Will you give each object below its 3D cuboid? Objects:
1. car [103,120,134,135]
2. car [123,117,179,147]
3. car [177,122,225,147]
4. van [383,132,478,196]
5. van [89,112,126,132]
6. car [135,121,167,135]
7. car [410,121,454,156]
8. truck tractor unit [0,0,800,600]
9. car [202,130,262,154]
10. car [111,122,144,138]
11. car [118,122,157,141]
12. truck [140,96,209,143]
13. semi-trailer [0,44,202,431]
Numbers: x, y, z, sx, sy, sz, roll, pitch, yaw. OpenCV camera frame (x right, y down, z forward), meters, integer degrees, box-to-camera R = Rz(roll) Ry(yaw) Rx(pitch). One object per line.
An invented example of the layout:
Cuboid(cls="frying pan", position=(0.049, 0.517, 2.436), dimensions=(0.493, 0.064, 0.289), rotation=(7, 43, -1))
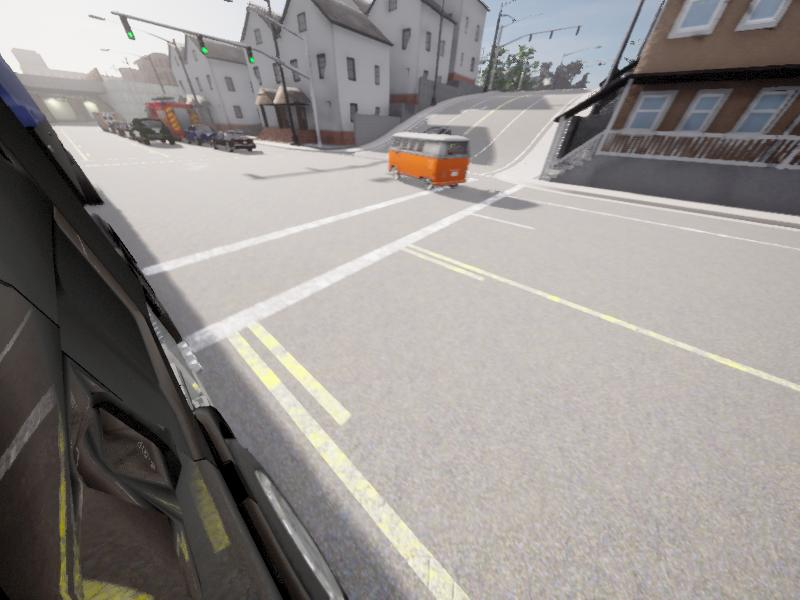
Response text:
Cuboid(cls="car", position=(-40.374, -24.729, 33.089), dimensions=(4.892, 1.490, 1.837), rotation=(28, 44, 30))
Cuboid(cls="car", position=(-23.882, -16.181, 22.163), dimensions=(5.566, 2.045, 2.150), rotation=(28, 44, 30))
Cuboid(cls="car", position=(-20.200, -16.862, 23.491), dimensions=(4.553, 1.767, 2.097), rotation=(28, 44, 30))
Cuboid(cls="van", position=(1.079, -6.483, 10.702), dimensions=(1.775, 1.987, 4.442), rotation=(-20, 42, -27))
Cuboid(cls="van", position=(-47.102, -28.694, 37.217), dimensions=(6.366, 2.431, 2.351), rotation=(28, 44, 30))
Cuboid(cls="car", position=(-37.876, -26.145, 35.106), dimensions=(4.902, 1.511, 2.128), rotation=(28, 44, 30))
Cuboid(cls="car", position=(3.306, -16.239, 23.138), dimensions=(1.882, 1.535, 5.008), rotation=(27, 59, 29))
Cuboid(cls="truck tractor unit", position=(-2.645, -0.295, 0.351), dimensions=(6.516, 4.208, 3.053), rotation=(28, 44, 30))
Cuboid(cls="car", position=(-14.584, -13.730, 19.970), dimensions=(5.357, 1.411, 2.033), rotation=(26, 43, 28))
Cuboid(cls="car", position=(-34.595, -21.587, 29.331), dimensions=(4.181, 1.385, 1.994), rotation=(29, 44, 31))
Cuboid(cls="car", position=(-29.526, -18.957, 26.007), dimensions=(4.892, 1.490, 1.837), rotation=(28, 44, 30))
Cuboid(cls="truck", position=(-26.238, -20.907, 26.852), dimensions=(8.468, 3.827, 2.891), rotation=(28, 44, 30))
Cuboid(cls="semi-trailer", position=(-8.701, -3.589, 4.244), dimensions=(14.254, 4.402, 2.717), rotation=(28, 44, 30))
